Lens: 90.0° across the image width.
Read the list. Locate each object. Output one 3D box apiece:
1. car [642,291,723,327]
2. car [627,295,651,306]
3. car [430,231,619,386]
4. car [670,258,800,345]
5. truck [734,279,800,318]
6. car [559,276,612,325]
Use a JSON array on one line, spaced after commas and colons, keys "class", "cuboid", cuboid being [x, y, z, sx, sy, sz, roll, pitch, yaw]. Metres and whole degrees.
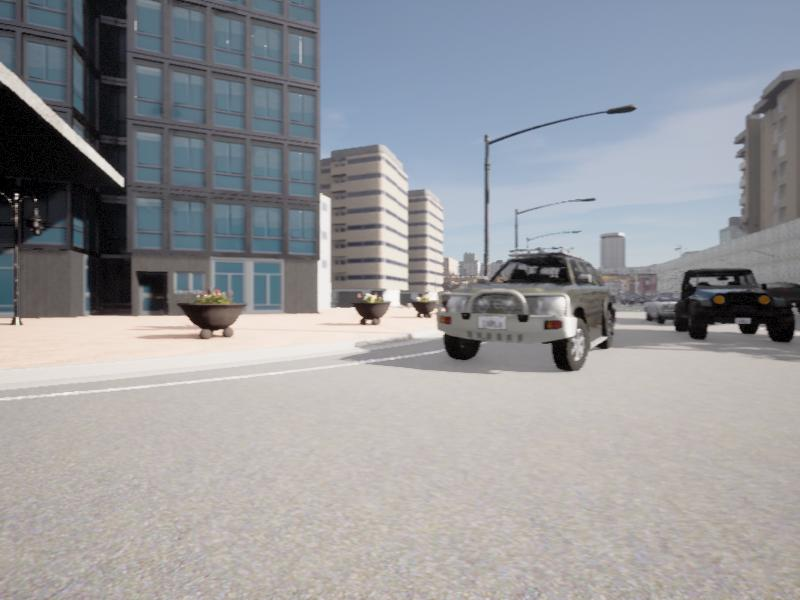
[{"class": "car", "cuboid": [11.572, 0.322, 16.763, 1.895, 1.301, 4.718, 0, 0, 24]}, {"class": "car", "cuboid": [35.786, 0.083, 60.028, 2.242, 1.667, 4.611, 0, 0, 21]}, {"class": "car", "cuboid": [2.548, 0.036, 7.203, 1.932, 1.855, 4.605, 1, 2, 35]}, {"class": "car", "cuboid": [8.678, 0.032, 10.760, 1.905, 1.878, 3.866, 0, 0, 27]}, {"class": "truck", "cuboid": [23.055, -0.089, 24.816, 2.390, 2.098, 6.274, 0, 0, 29]}, {"class": "car", "cuboid": [8.045, 0.025, 17.471, 1.905, 1.878, 3.866, 0, 0, 24]}]
